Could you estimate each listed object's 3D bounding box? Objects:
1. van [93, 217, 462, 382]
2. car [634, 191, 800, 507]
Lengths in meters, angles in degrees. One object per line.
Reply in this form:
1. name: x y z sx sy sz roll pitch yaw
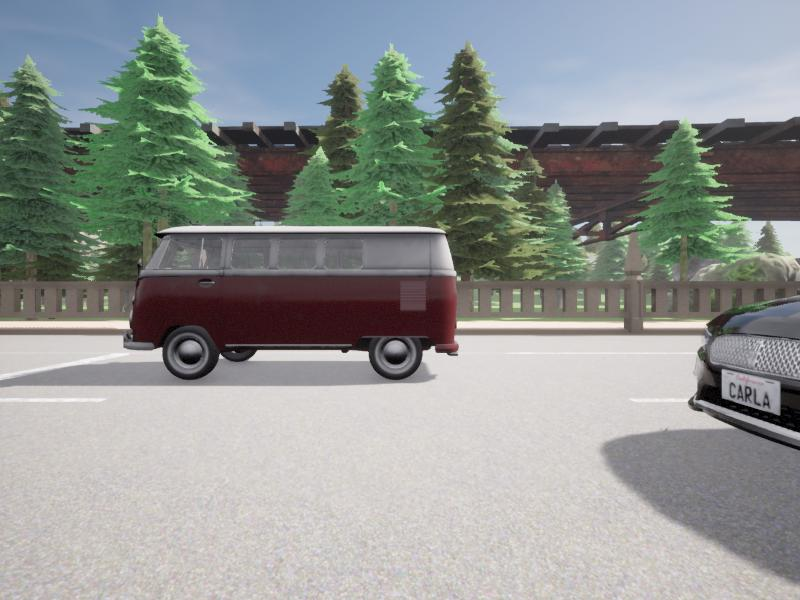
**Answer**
1. van: -1.470 -0.002 5.700 4.442 1.987 1.775 0 0 0
2. car: 4.363 0.237 2.200 4.902 1.511 2.128 0 0 0
